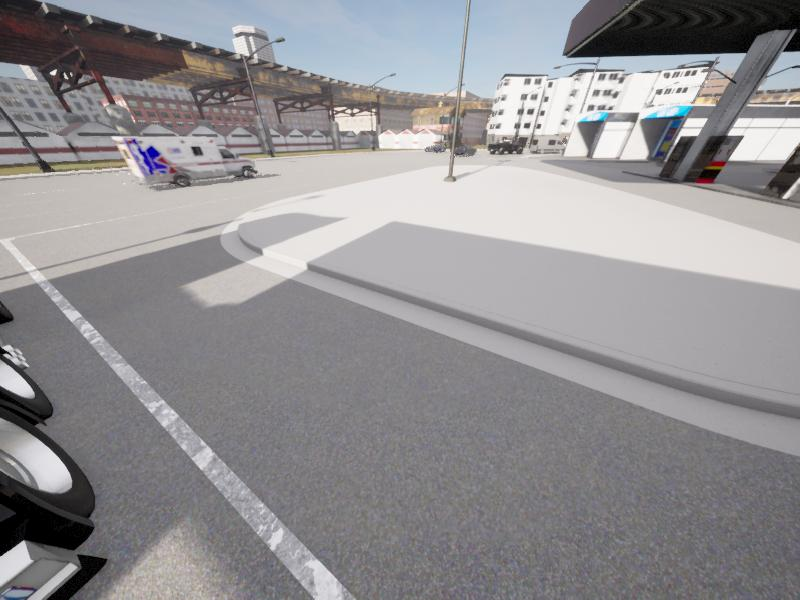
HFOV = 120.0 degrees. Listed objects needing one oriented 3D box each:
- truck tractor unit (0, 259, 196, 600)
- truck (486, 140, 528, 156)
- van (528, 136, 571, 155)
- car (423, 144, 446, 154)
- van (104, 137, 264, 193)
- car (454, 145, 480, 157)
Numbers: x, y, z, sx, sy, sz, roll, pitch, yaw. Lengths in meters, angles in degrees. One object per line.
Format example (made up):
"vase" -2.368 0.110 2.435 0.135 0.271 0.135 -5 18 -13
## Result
"truck tractor unit" -5.103 -0.308 0.790 6.516 4.208 3.053 19 39 24
"truck" 18.018 -25.793 39.053 6.274 2.098 2.390 -15 38 -20
"van" 26.160 -27.144 40.549 5.915 2.561 1.988 -6 35 -7
"car" 6.610 -28.783 43.975 3.806 1.475 1.970 -20 40 -26
"van" -12.500 -8.505 14.174 2.351 2.431 6.366 23 41 29
"car" 10.342 -22.942 35.516 3.633 1.501 1.845 -26 42 -32
